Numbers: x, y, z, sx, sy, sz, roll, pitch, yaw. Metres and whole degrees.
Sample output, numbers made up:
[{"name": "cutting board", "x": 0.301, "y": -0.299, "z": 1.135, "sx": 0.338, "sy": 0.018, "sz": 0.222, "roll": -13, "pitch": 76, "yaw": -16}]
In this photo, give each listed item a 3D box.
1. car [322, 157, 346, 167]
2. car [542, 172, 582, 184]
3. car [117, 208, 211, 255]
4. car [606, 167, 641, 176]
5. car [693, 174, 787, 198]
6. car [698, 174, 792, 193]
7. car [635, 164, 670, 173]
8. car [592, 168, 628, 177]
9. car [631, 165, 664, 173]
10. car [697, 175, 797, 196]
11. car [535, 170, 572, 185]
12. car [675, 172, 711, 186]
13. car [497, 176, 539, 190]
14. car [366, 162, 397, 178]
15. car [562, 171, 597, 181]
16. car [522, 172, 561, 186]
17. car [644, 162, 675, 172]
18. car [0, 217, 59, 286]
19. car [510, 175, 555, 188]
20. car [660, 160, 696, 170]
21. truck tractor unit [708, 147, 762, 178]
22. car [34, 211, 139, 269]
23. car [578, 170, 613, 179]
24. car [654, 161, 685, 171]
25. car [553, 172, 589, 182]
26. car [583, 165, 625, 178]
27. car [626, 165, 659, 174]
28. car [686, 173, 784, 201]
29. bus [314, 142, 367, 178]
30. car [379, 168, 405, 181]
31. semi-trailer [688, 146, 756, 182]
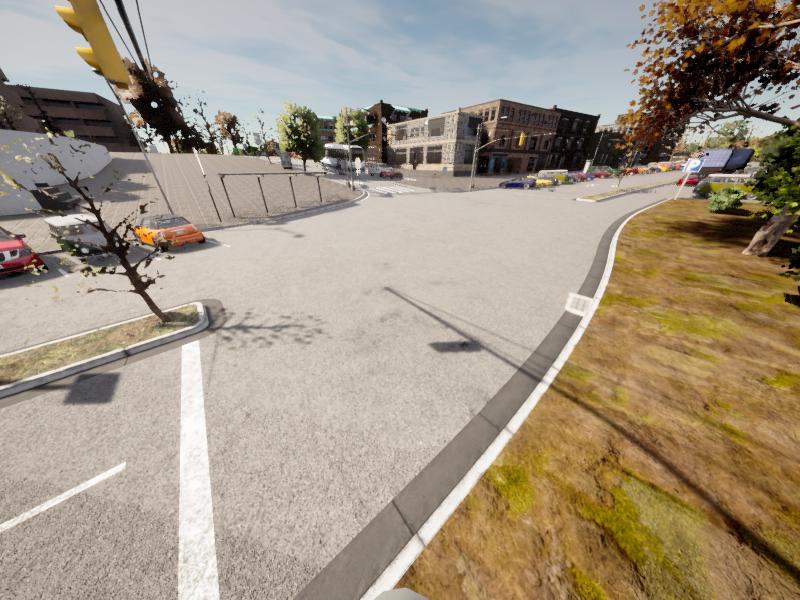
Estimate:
[{"name": "car", "x": -14.577, "y": -30.665, "z": 51.280, "sx": 1.946, "sy": 1.575, "sz": 5.366, "roll": 21, "pitch": 37, "yaw": 23}, {"name": "car", "x": 26.611, "y": -20.140, "z": 38.075, "sx": 4.892, "sy": 1.521, "sz": 2.231, "roll": 19, "pitch": 36, "yaw": 32}, {"name": "car", "x": -13.789, "y": -4.164, "z": 13.541, "sx": 4.553, "sy": 1.767, "sz": 2.185, "roll": 15, "pitch": 35, "yaw": 27}, {"name": "car", "x": 47.102, "y": -27.159, "z": 48.787, "sx": 5.008, "sy": 1.535, "sz": 2.097, "roll": 21, "pitch": 38, "yaw": 34}, {"name": "car", "x": 33.092, "y": -11.306, "z": 22.797, "sx": 4.553, "sy": 1.767, "sz": 2.185, "roll": 20, "pitch": 37, "yaw": 31}, {"name": "car", "x": 37.900, "y": -13.039, "z": 25.682, "sx": 5.366, "sy": 1.575, "sz": 1.946, "roll": 21, "pitch": 38, "yaw": 31}, {"name": "car", "x": 60.044, "y": -31.365, "z": 55.174, "sx": 5.366, "sy": 1.575, "sz": 1.946, "roll": 22, "pitch": 38, "yaw": 35}, {"name": "car", "x": 41.921, "y": -25.455, "z": 46.197, "sx": 5.008, "sy": 1.535, "sz": 2.097, "roll": 20, "pitch": 37, "yaw": 33}, {"name": "car", "x": 57.558, "y": -30.497, "z": 53.847, "sx": 5.008, "sy": 1.535, "sz": 2.097, "roll": 22, "pitch": 37, "yaw": 35}, {"name": "car", "x": 35.730, "y": -12.037, "z": 24.127, "sx": 5.366, "sy": 1.575, "sz": 1.946, "roll": 21, "pitch": 37, "yaw": 31}, {"name": "car", "x": 24.186, "y": -19.390, "z": 36.497, "sx": 4.442, "sy": 1.987, "sz": 1.878, "roll": 19, "pitch": 36, "yaw": 31}, {"name": "car", "x": 40.283, "y": -16.648, "z": 31.744, "sx": 4.181, "sy": 1.385, "sz": 1.994, "roll": -19, "pitch": 35, "yaw": -26}, {"name": "car", "x": 16.543, "y": -16.502, "z": 32.563, "sx": 4.792, "sy": 1.488, "sz": 2.163, "roll": 18, "pitch": 36, "yaw": 31}, {"name": "car", "x": -3.124, "y": -22.424, "z": 39.795, "sx": 2.435, "sy": 2.045, "sz": 5.566, "roll": 21, "pitch": 37, "yaw": 23}, {"name": "car", "x": 31.680, "y": -21.906, "z": 40.851, "sx": 4.674, "sy": 1.452, "sz": 2.002, "roll": 19, "pitch": 36, "yaw": 32}, {"name": "car", "x": 21.562, "y": -18.424, "z": 35.211, "sx": 4.553, "sy": 1.767, "sz": 2.185, "roll": 19, "pitch": 36, "yaw": 31}, {"name": "car", "x": 62.903, "y": -32.281, "z": 56.119, "sx": 4.442, "sy": 1.987, "sz": 1.878, "roll": 22, "pitch": 38, "yaw": 35}, {"name": "car", "x": -18.453, "y": -2.226, "z": 10.271, "sx": 5.566, "sy": 2.045, "sz": 2.435, "roll": 15, "pitch": 34, "yaw": 27}, {"name": "car", "x": 19.246, "y": -17.332, "z": 33.735, "sx": 5.366, "sy": 1.575, "sz": 1.946, "roll": 18, "pitch": 36, "yaw": 31}, {"name": "car", "x": 73.317, "y": -35.569, "z": 61.045, "sx": 5.566, "sy": 2.045, "sz": 2.435, "roll": 22, "pitch": 38, "yaw": 36}, {"name": "truck tractor unit", "x": 58.186, "y": -23.913, "z": 40.190, "sx": 6.516, "sy": 4.208, "sz": 3.053, "roll": -18, "pitch": 34, "yaw": -25}, {"name": "car", "x": -16.054, "y": -3.211, "z": 11.856, "sx": 4.442, "sy": 1.987, "sz": 1.878, "roll": 15, "pitch": 34, "yaw": 27}, {"name": "car", "x": 36.781, "y": -23.674, "z": 43.552, "sx": 4.674, "sy": 1.452, "sz": 2.002, "roll": 20, "pitch": 37, "yaw": 33}, {"name": "car", "x": 68.170, "y": -33.897, "z": 58.556, "sx": 4.442, "sy": 1.987, "sz": 1.878, "roll": 22, "pitch": 38, "yaw": 35}, {"name": "car", "x": 29.144, "y": -21.005, "z": 39.471, "sx": 4.674, "sy": 1.452, "sz": 2.002, "roll": 19, "pitch": 37, "yaw": 32}, {"name": "car", "x": 39.365, "y": -24.796, "z": 44.732, "sx": 5.566, "sy": 2.045, "sz": 2.435, "roll": 20, "pitch": 37, "yaw": 33}, {"name": "car", "x": 54.944, "y": -29.664, "z": 52.587, "sx": 4.892, "sy": 1.521, "sz": 2.231, "roll": 22, "pitch": 38, "yaw": 35}, {"name": "car", "x": 30.571, "y": -10.506, "z": 21.390, "sx": 4.442, "sy": 1.987, "sz": 1.878, "roll": 20, "pitch": 38, "yaw": 31}, {"name": "bus", "x": -10.191, "y": -23.795, "z": 39.097, "sx": 3.944, "sy": 4.253, "sz": 10.273, "roll": -23, "pitch": 42, "yaw": -34}, {"name": "car", "x": -1.231, "y": -20.775, "z": 38.067, "sx": 2.002, "sy": 1.452, "sz": 4.674, "roll": 21, "pitch": 37, "yaw": 23}, {"name": "semi-trailer", "x": 51.407, "y": -21.742, "z": 36.722, "sx": 14.254, "sy": 4.402, "sz": 2.717, "roll": -18, "pitch": 35, "yaw": -26}]
